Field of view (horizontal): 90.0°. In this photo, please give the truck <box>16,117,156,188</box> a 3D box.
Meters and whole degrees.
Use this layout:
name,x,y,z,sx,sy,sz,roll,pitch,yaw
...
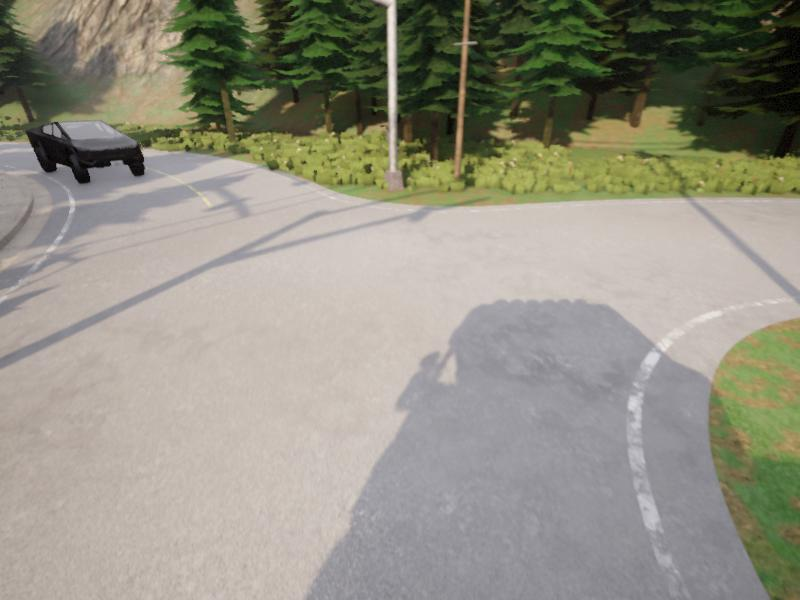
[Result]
name,x,y,z,sx,sy,sz,roll,pitch,yaw
truck,-13.138,-6.331,16.641,6.274,2.098,2.390,19,33,33
